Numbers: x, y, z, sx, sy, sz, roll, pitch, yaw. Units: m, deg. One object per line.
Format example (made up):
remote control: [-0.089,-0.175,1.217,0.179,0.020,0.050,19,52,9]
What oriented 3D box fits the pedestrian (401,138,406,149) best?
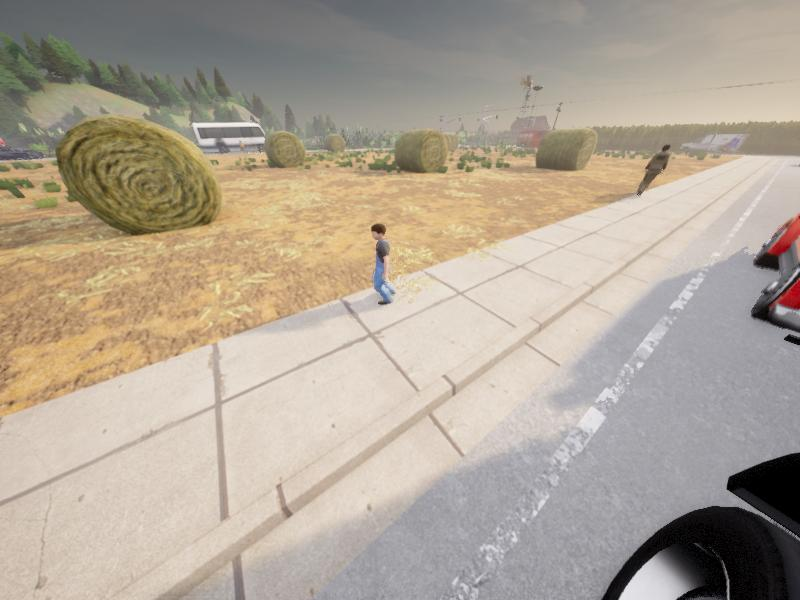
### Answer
pedestrian: [0.686,-32.090,47.495,0.751,1.860,0.751,-28,44,-34]

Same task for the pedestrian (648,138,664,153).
pedestrian: [39.169,-23.698,35.365,0.751,1.860,0.751,-10,36,-13]

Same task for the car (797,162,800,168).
car: [35.907,-11.992,19.470,4.181,1.385,1.994,-22,41,-28]

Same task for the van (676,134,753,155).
van: [47.808,-23.907,35.413,2.351,2.431,6.366,-21,40,-27]

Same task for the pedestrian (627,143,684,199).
pedestrian: [10.064,-5.127,9.187,0.751,1.860,0.751,26,43,32]

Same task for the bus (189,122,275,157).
bus: [-27.272,-26.669,38.263,10.273,4.253,3.944,-21,40,-24]

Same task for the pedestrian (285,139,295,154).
pedestrian: [-17.406,-24.214,36.456,0.751,1.860,0.751,3,35,5]

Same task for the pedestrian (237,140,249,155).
pedestrian: [-23.998,-23.391,35.336,0.751,1.860,0.751,26,43,32]

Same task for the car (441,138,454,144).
car: [15.784,-52.774,76.821,1.812,1.442,4.674,-17,41,-22]

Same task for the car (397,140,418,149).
car: [1.876,-38.181,56.635,4.856,1.649,2.033,-19,39,-25]

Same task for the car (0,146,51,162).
car: [-47.894,-18.282,28.904,4.193,1.474,1.816,-19,39,-25]

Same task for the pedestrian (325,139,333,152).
pedestrian: [-12.743,-27.645,41.288,0.751,1.860,0.751,27,44,33]

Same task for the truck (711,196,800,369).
truck: [7.131,-0.778,2.789,5.204,2.467,2.627,-22,40,-28]

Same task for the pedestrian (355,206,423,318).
pedestrian: [-0.170,-0.531,3.229,0.751,1.300,0.751,-5,35,-7]

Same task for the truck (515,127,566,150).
truck: [30.542,-35.539,50.830,2.891,3.827,8.468,-21,40,-27]
